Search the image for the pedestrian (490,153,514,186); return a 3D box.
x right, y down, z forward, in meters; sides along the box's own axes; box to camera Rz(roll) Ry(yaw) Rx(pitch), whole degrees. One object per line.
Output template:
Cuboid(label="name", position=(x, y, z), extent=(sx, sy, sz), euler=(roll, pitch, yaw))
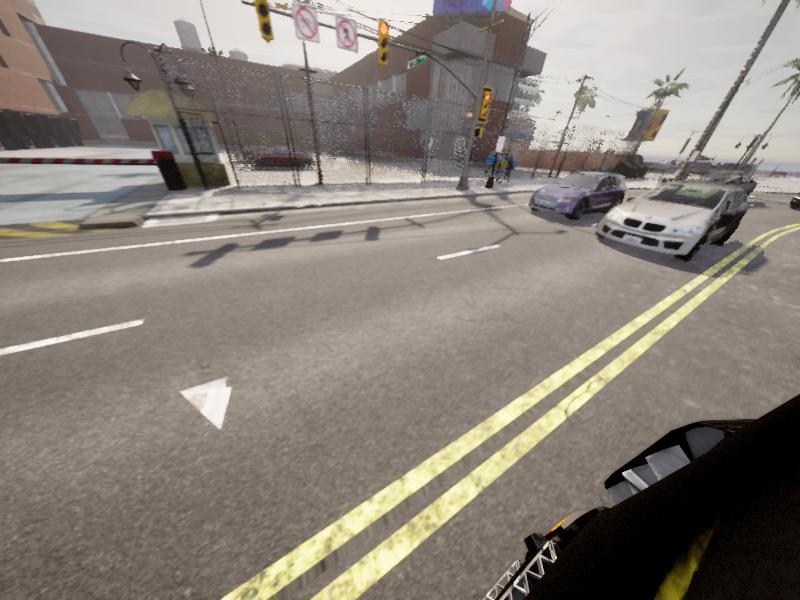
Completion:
Cuboid(label="pedestrian", position=(6.926, -8.869, 15.722), extent=(0.751, 1.860, 0.751), euler=(-13, 37, -23))

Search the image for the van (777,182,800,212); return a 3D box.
Cuboid(label="van", position=(25.985, -6.217, 12.935), extent=(5.915, 2.561, 1.988), euler=(-3, 34, -8))

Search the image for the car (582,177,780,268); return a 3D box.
Cuboid(label="car", position=(8.293, -2.578, 6.916), extent=(4.611, 1.667, 2.242), euler=(-15, 38, -25))

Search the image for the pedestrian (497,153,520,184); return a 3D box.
Cuboid(label="pedestrian", position=(7.785, -9.396, 16.575), extent=(0.751, 1.860, 0.751), euler=(-20, 40, -31))

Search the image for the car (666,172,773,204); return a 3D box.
Cuboid(label="car", position=(20.541, -7.244, 14.961), extent=(4.514, 1.525, 2.007), euler=(-6, 35, -13))

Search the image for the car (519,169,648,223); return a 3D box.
Cuboid(label="car", position=(7.929, -4.670, 10.051), extent=(4.856, 1.649, 2.033), euler=(-15, 38, -24))

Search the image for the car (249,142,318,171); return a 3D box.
Cuboid(label="car", position=(-9.498, -11.825, 19.076), extent=(4.553, 1.767, 2.185), euler=(-16, 38, -26))
